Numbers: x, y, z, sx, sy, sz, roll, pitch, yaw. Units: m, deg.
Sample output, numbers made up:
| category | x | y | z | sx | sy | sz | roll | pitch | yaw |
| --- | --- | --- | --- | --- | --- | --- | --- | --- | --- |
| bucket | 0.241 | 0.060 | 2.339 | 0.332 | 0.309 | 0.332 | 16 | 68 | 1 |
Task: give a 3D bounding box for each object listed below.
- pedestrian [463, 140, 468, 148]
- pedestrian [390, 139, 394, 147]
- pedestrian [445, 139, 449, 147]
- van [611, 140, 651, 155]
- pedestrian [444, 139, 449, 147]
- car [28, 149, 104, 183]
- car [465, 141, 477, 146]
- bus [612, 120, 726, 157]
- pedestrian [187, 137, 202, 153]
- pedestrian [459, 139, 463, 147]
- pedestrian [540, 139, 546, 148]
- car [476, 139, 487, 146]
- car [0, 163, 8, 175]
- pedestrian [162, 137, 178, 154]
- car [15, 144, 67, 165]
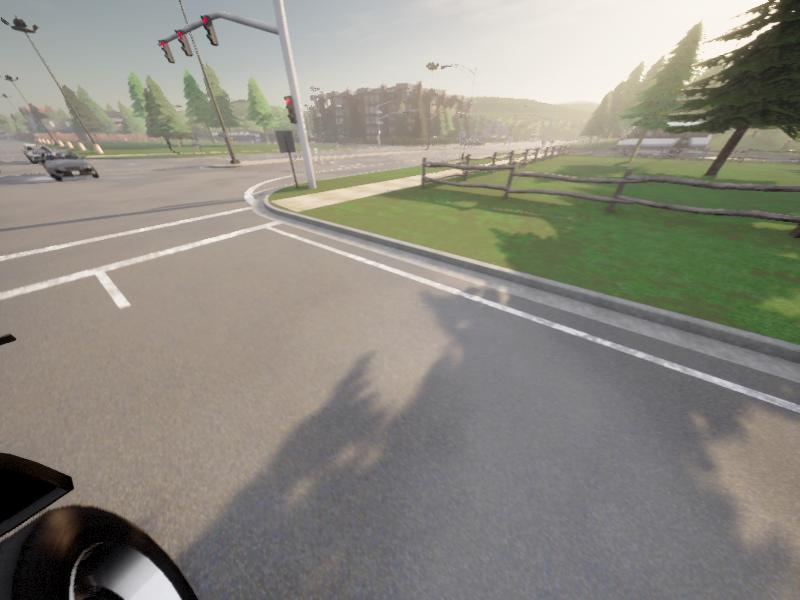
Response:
| category | x | y | z | sx | sy | sz | roll | pitch | yaw |
| --- | --- | --- | --- | --- | --- | --- | --- | --- | --- |
| pedestrian | 18.476 | -44.133 | 65.147 | 0.751 | 1.860 | 0.751 | 21 | 40 | 26 |
| pedestrian | -1.985 | -41.148 | 60.510 | 0.751 | 1.860 | 0.751 | 22 | 40 | 27 |
| pedestrian | 13.583 | -45.460 | 66.776 | 0.751 | 1.860 | 0.751 | 21 | 40 | 27 |
| van | 40.274 | -26.784 | 40.533 | 4.442 | 1.987 | 1.775 | 22 | 41 | 28 |
| pedestrian | 13.226 | -44.924 | 66.012 | 0.751 | 1.860 | 0.751 | -27 | 44 | -33 |
| car | -20.495 | -8.312 | 14.186 | 4.193 | 1.474 | 1.816 | 22 | 41 | 28 |
| car | 23.076 | -50.824 | 74.992 | 1.895 | 1.301 | 4.718 | 22 | 41 | 28 |
| bus | 40.691 | -24.993 | 36.017 | 10.273 | 4.253 | 3.944 | 21 | 40 | 29 |
| pedestrian | -28.809 | -21.721 | 32.452 | 0.751 | 1.860 | 0.751 | 25 | 42 | 31 |
| pedestrian | 17.165 | -44.187 | 65.009 | 0.751 | 1.860 | 0.751 | 16 | 38 | 21 |
| pedestrian | 36.553 | -40.036 | 59.045 | 0.751 | 1.860 | 0.751 | 29 | 44 | 34 |
| car | 25.621 | -49.616 | 72.819 | 1.905 | 1.878 | 3.866 | 22 | 41 | 28 |
| car | -28.977 | -9.330 | 15.511 | 4.902 | 1.511 | 2.128 | 22 | 41 | 28 |
| pedestrian | -30.799 | -20.648 | 30.912 | 0.751 | 1.860 | 0.751 | 28 | 44 | 33 |
| car | -33.571 | -13.662 | 21.627 | 3.806 | 1.475 | 1.970 | 22 | 41 | 28 |
